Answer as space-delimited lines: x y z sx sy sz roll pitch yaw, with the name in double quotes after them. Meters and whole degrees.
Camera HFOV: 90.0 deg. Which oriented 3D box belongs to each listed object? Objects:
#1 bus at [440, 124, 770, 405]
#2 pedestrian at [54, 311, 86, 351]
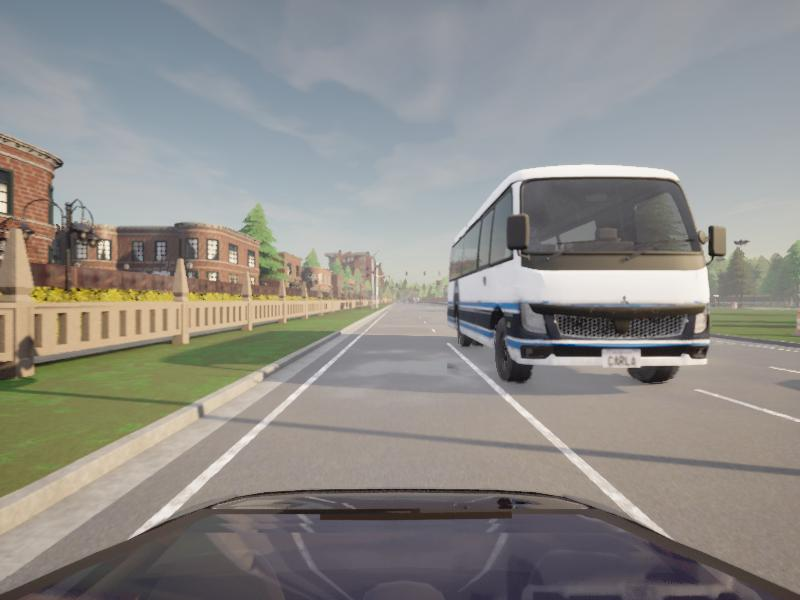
3.621 -0.538 11.186 3.944 4.253 10.273 0 0 0 "bus"
-9.242 0.860 11.208 0.500 1.100 0.500 0 0 0 "pedestrian"
